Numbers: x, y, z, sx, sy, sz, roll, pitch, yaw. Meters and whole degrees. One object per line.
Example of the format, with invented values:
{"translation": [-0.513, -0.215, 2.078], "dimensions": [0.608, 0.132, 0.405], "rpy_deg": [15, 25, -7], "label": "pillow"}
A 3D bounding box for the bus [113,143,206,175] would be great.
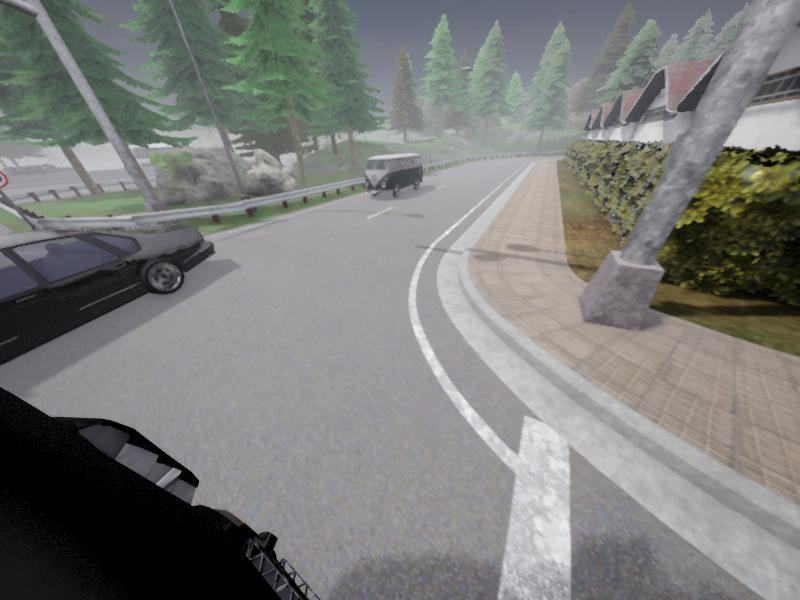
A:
{"translation": [-43.496, -26.101, 42.531], "dimensions": [3.944, 4.253, 10.273], "rpy_deg": [15, 38, 25], "label": "bus"}

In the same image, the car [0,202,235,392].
{"translation": [-5.593, -0.071, 3.275], "dimensions": [2.033, 1.411, 5.357], "rpy_deg": [5, 35, 11], "label": "car"}

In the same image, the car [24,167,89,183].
{"translation": [-49.891, -18.327, 33.716], "dimensions": [2.033, 1.649, 4.856], "rpy_deg": [15, 37, 25], "label": "car"}

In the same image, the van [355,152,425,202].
{"translation": [-0.332, -7.180, 13.214], "dimensions": [1.775, 1.987, 4.442], "rpy_deg": [15, 38, 25], "label": "van"}

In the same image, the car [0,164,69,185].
{"translation": [-53.767, -18.501, 33.847], "dimensions": [2.150, 2.045, 5.566], "rpy_deg": [15, 39, 25], "label": "car"}

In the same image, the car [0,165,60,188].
{"translation": [-48.662, -15.728, 29.364], "dimensions": [2.150, 2.045, 5.566], "rpy_deg": [15, 37, 25], "label": "car"}
